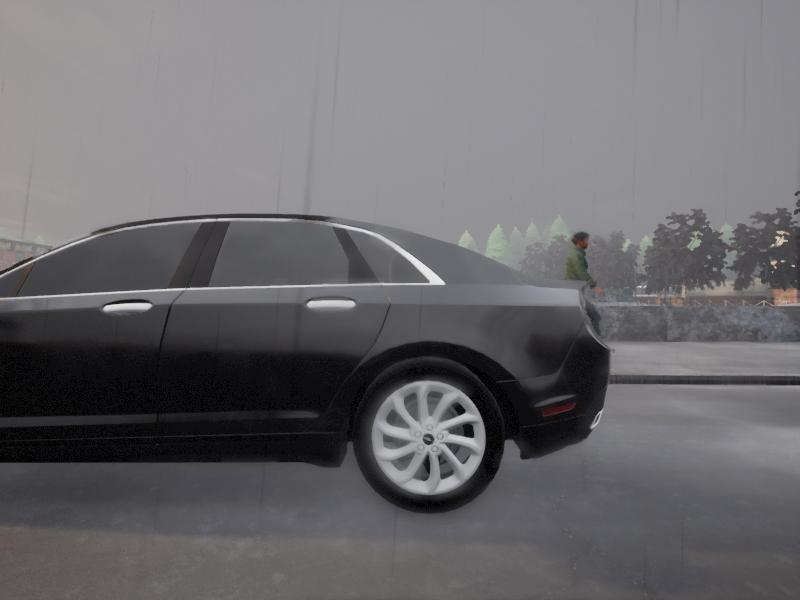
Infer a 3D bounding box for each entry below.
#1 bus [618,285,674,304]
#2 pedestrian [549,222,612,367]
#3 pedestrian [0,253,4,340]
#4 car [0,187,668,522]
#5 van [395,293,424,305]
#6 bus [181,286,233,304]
[{"bbox_3d":[55.917,-1.139,91.246,10.273,4.253,3.944,0,0,2],"label":"bus"},{"bbox_3d":[2.530,-0.067,5.618,0.751,1.860,0.751,0,0,25],"label":"pedestrian"},{"bbox_3d":[-8.946,-0.067,8.283,0.751,1.860,0.751,0,0,1],"label":"pedestrian"},{"bbox_3d":[-1.222,0.244,2.779,4.892,1.490,1.837,0,0,2],"label":"car"},{"bbox_3d":[2.179,-0.227,89.127,6.366,2.431,2.351,0,0,2],"label":"van"},{"bbox_3d":[-45.553,-1.139,94.578,10.273,4.253,3.944,0,0,2],"label":"bus"}]
